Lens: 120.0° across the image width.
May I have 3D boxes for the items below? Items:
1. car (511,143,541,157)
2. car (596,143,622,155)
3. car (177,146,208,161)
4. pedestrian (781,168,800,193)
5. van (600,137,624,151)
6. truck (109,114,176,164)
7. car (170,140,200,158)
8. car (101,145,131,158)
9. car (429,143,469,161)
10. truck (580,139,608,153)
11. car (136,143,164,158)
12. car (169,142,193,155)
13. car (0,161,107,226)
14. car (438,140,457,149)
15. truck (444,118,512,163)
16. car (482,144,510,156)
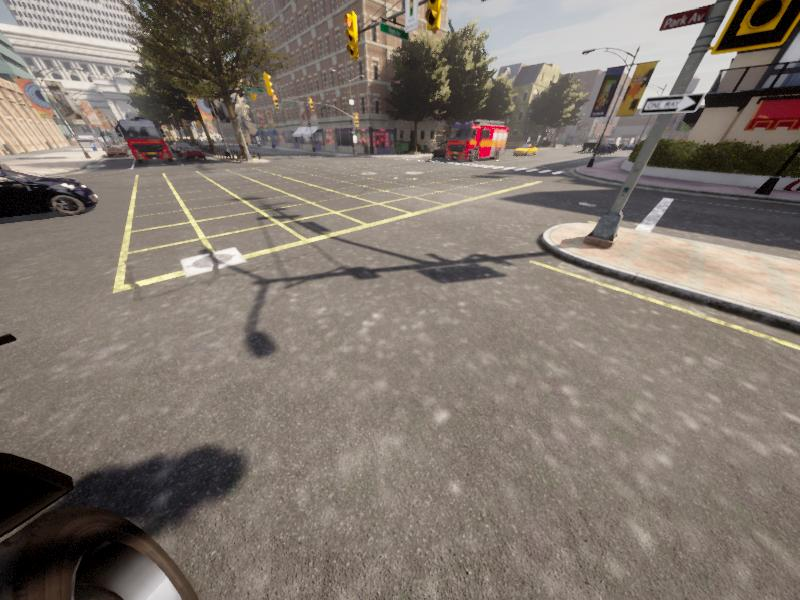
[{"bbox_3d":[19.187,-22.860,35.151,5.366,1.575,1.801,-28,44,-34],"label":"car"},{"bbox_3d":[36.795,-26.688,40.671,4.856,1.649,2.033,-28,44,-34],"label":"car"},{"bbox_3d":[-24.264,-17.157,26.986,1.895,1.301,4.718,-28,44,-34],"label":"car"},{"bbox_3d":[19.107,-5.989,10.638,0.751,1.860,0.751,-27,44,-33],"label":"pedestrian"},{"bbox_3d":[49.535,-36.481,53.968,6.366,2.431,2.351,-28,44,-34],"label":"van"},{"bbox_3d":[-27.249,-17.095,24.680,2.891,3.827,8.468,-28,44,-34],"label":"truck"},{"bbox_3d":[-28.926,-20.320,31.012,2.097,1.767,4.553,-28,44,-34],"label":"car"},{"bbox_3d":[-36.836,-19.373,30.035,1.895,1.301,4.718,-28,44,-34],"label":"car"},{"bbox_3d":[6.199,-18.770,29.195,5.238,1.638,1.930,-28,44,-34],"label":"car"},{"bbox_3d":[38.238,-30.384,45.521,6.274,2.098,2.390,-28,44,-34],"label":"truck"},{"bbox_3d":[-32.422,-19.417,29.980,1.970,1.475,3.806,-28,44,-34],"label":"car"},{"bbox_3d":[-32.921,-22.726,34.676,1.970,1.475,3.806,-27,44,-33],"label":"car"},{"bbox_3d":[-12.503,-3.374,7.293,3.633,1.501,1.845,-28,44,-34],"label":"car"},{"bbox_3d":[11.339,-37.178,55.162,1.905,1.878,3.866,-28,43,-34],"label":"car"},{"bbox_3d":[9.164,-18.491,26.923,8.468,3.827,2.891,-28,44,-34],"label":"truck"},{"bbox_3d":[14.946,-23.308,35.875,4.674,1.442,1.812,-28,44,-34],"label":"car"}]
